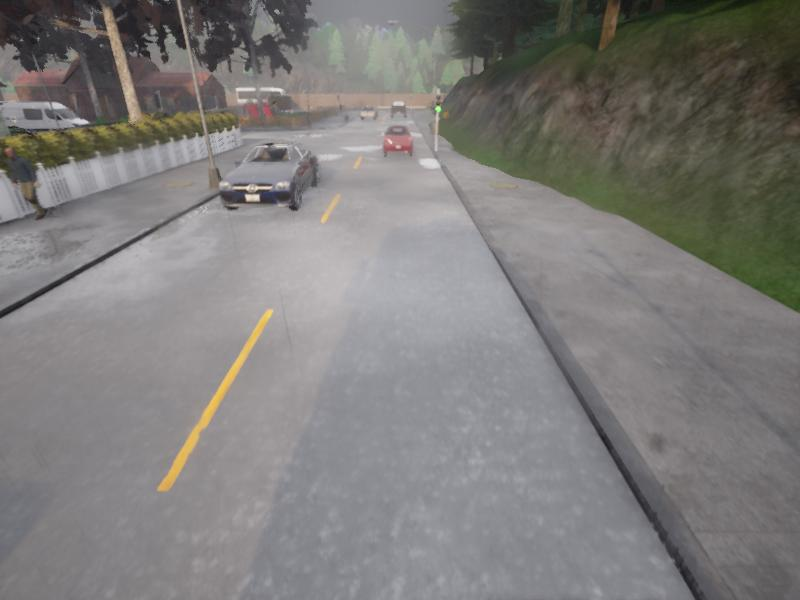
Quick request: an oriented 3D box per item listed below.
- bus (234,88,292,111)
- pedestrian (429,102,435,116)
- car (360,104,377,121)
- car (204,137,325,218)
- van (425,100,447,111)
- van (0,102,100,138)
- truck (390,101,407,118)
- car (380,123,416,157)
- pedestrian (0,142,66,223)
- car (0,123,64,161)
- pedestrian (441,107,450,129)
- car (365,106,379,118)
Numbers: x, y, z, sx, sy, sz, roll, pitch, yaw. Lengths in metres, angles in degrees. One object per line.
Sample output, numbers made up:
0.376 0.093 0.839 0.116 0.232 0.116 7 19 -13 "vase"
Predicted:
-28.093 -41.383 82.626 10.273 4.253 3.944 0 27 0 "bus"
5.010 -29.967 62.731 0.751 1.860 0.751 0 27 0 "pedestrian"
-4.184 -25.252 53.799 1.932 1.855 4.605 0 27 0 "car"
-4.015 -4.184 13.016 2.152 1.651 5.027 0 27 0 "car"
7.766 -42.190 86.698 4.442 1.987 1.775 0 27 0 "van"
-27.920 -14.312 31.758 5.915 2.561 1.988 0 27 0 "van"
-0.209 -29.144 61.140 2.390 2.098 6.274 0 27 0 "truck"
-0.138 -9.259 23.010 1.845 1.501 3.633 0 27 -1 "car"
-9.444 -2.969 10.104 0.751 1.860 0.751 0 27 0 "pedestrian"
-19.855 -8.071 20.288 1.994 1.381 4.181 0 27 0 "car"
4.335 -17.284 38.010 0.751 1.860 0.751 3 27 6 "pedestrian"
-4.208 -28.684 60.899 1.837 1.490 4.892 0 27 0 "car"
